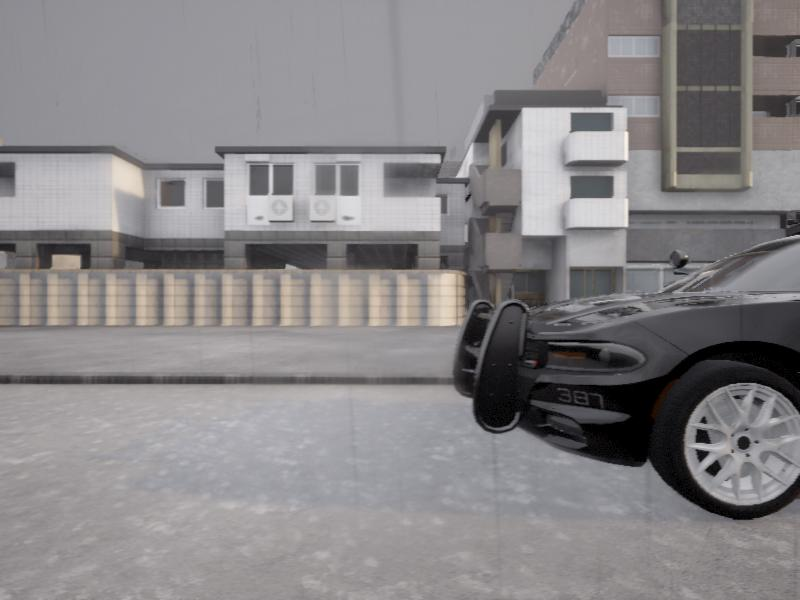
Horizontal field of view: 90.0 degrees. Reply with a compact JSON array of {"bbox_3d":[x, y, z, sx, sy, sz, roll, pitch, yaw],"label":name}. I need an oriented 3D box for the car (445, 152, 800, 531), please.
[{"bbox_3d":[3.036,0.174,2.697,5.238,1.638,1.930,0,0,0],"label":"car"}]
